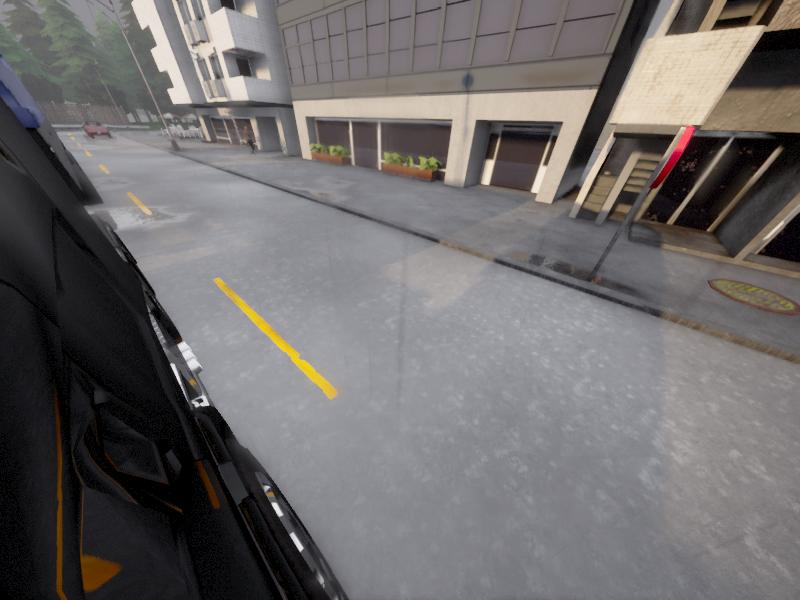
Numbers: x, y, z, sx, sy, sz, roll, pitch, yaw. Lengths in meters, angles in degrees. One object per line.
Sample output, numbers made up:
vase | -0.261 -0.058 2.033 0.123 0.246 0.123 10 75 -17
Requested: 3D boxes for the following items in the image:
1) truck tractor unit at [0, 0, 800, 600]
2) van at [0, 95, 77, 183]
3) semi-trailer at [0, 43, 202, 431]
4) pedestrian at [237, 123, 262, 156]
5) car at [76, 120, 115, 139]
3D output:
truck tractor unit | -2.645 -0.295 0.351 6.516 4.208 3.053 28 44 30
van | -16.359 -6.915 9.757 5.915 2.561 1.988 28 44 30
semi-trailer | -8.693 -3.608 4.233 14.254 4.402 2.717 28 44 30
pedestrian | -10.590 -11.252 16.259 0.751 1.860 0.751 30 45 31
car | -33.424 -18.742 25.343 3.633 1.501 1.845 28 44 30
